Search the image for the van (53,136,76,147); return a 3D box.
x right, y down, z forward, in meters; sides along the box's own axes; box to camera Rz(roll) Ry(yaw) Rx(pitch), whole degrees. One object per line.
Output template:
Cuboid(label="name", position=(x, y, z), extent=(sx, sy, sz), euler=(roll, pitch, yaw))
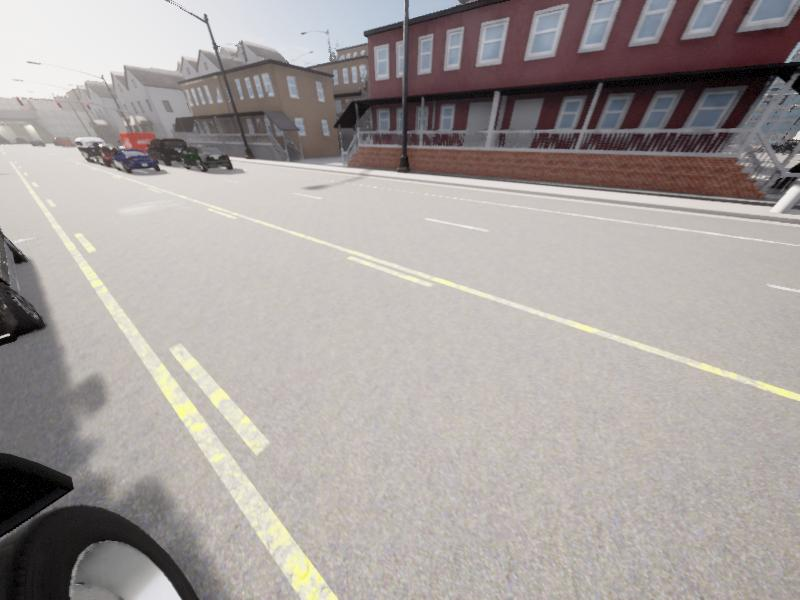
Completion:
Cuboid(label="van", position=(-75.923, -35.836, 52.290), extent=(4.442, 1.987, 1.775), euler=(22, 41, 28))

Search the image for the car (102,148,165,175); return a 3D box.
Cuboid(label="car", position=(-19.954, -10.474, 17.307), extent=(4.674, 1.442, 1.812), euler=(22, 41, 28))

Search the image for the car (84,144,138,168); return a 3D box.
Cuboid(label="car", position=(-25.580, -12.827, 20.453), extent=(3.988, 1.617, 1.851), euler=(22, 41, 28))

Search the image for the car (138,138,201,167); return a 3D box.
Cuboid(label="car", position=(-21.311, -13.727, 21.369), extent=(5.566, 2.045, 2.150), euler=(22, 41, 28))

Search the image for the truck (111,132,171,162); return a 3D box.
Cuboid(label="truck", position=(-27.825, -16.467, 24.830), extent=(5.204, 2.467, 2.627), euler=(23, 41, 29))

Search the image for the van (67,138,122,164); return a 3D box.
Cuboid(label="van", position=(-30.621, -15.046, 23.178), extent=(4.480, 2.038, 2.069), euler=(22, 41, 28))

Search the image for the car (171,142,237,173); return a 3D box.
Cuboid(label="car", position=(-15.363, -11.229, 18.098), extent=(4.553, 1.767, 2.097), euler=(22, 41, 28))

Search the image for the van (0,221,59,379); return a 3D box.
Cuboid(label="van", position=(-7.293, -0.869, 2.878), extent=(5.915, 2.561, 1.988), euler=(22, 41, 28))
